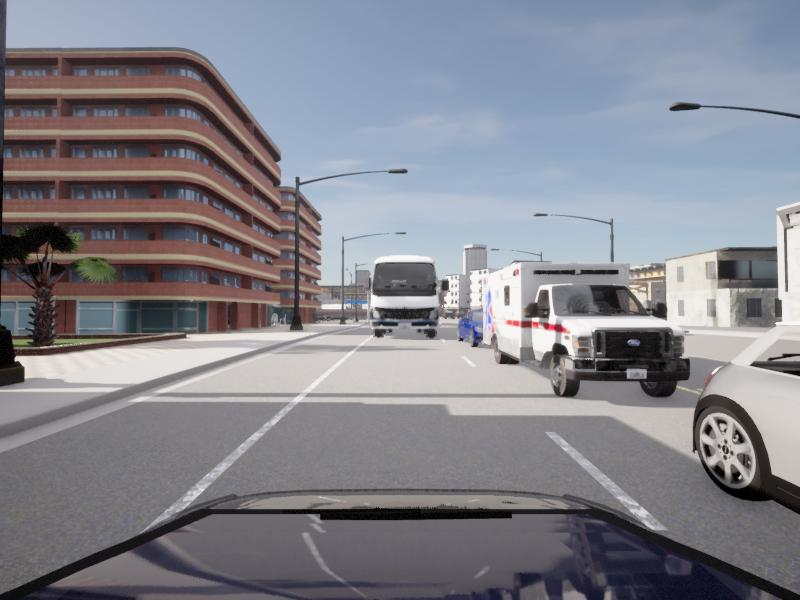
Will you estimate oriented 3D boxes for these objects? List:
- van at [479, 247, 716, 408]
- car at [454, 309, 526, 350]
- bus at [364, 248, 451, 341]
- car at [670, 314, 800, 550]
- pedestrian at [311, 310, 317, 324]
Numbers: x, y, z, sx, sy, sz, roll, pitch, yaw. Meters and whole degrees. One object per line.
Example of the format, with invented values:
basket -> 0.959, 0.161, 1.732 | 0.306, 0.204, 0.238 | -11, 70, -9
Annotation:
van -> 3.611, 0.459, 9.232 | 2.351, 2.431, 6.366 | 0, -1, 1
car -> 3.517, 1.107, 16.510 | 1.812, 1.442, 4.674 | 0, -2, -1
bus -> 0.386, -0.074, 23.317 | 3.944, 4.253, 10.273 | 0, -2, 1
car -> 3.537, 0.858, 1.899 | 1.970, 1.475, 3.806 | 0, 0, 1
pedestrian -> -11.270, 2.183, 52.470 | 0.751, 1.860, 0.751 | 0, -1, -6
